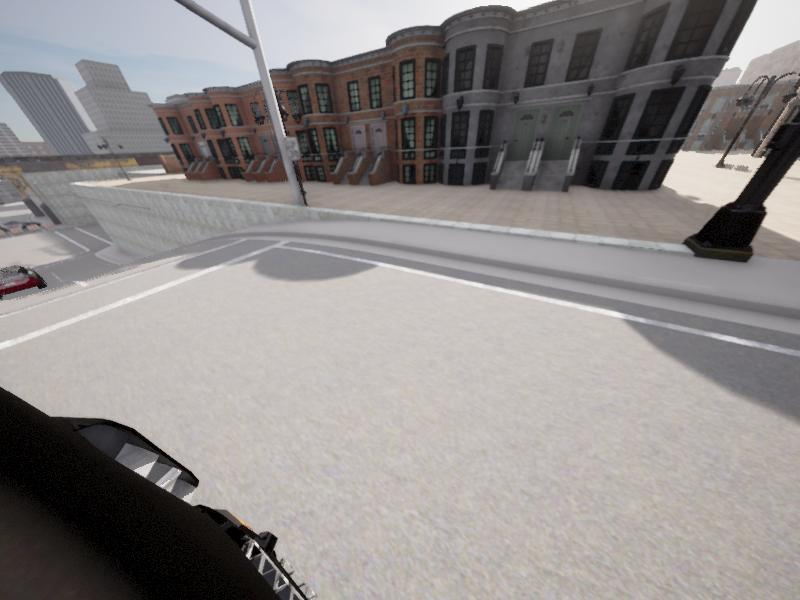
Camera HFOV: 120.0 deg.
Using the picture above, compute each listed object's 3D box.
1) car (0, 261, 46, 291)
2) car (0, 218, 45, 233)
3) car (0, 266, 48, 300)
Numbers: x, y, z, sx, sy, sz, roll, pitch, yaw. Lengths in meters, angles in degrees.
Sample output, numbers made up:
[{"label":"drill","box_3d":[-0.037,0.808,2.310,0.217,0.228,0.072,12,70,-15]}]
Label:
[{"label":"car","box_3d":[-36.530,-2.390,22.128,4.605,1.855,1.932,10,35,30]},{"label":"car","box_3d":[-73.535,-14.432,44.536,4.974,1.542,2.038,-20,37,-24]},{"label":"car","box_3d":[-24.997,-1.057,14.937,4.181,1.385,1.994,3,31,34]}]
